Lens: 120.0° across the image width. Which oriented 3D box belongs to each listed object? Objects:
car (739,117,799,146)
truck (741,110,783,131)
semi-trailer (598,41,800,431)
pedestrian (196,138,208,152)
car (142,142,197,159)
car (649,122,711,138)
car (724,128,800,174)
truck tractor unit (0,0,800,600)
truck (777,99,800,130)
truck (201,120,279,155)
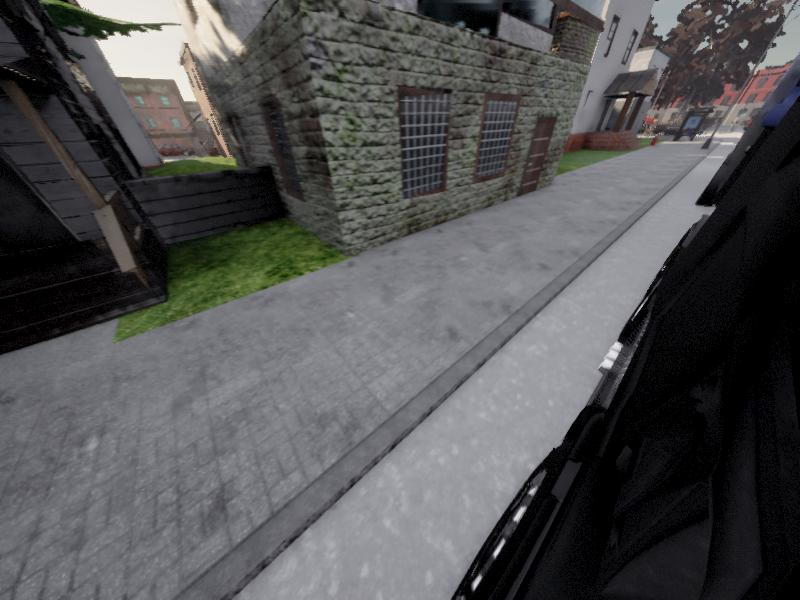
[{"bbox_3d":[31.618,-14.552,19.906,4.605,1.855,1.932,-27,43,-30],"label":"car"},{"bbox_3d":[58.832,-29.245,37.671,5.204,2.467,2.627,-28,44,-30],"label":"truck"},{"bbox_3d":[8.702,-3.575,4.263,14.254,4.402,2.717,-28,44,-30],"label":"semi-trailer"},{"bbox_3d":[-30.891,-24.172,36.046,0.751,1.860,0.751,-28,44,-30],"label":"pedestrian"},{"bbox_3d":[-30.701,-20.031,30.955,5.008,1.535,1.882,-28,44,-30],"label":"car"},{"bbox_3d":[36.658,-22.338,30.416,1.837,1.490,4.892,-30,45,-32],"label":"car"},{"bbox_3d":[18.624,-7.617,11.599,4.902,1.511,2.128,-28,44,-30],"label":"car"},{"bbox_3d":[2.645,-0.295,0.351,6.516,4.208,3.053,-28,44,-30],"label":"truck tractor unit"},{"bbox_3d":[64.980,-29.919,37.101,8.468,3.827,2.891,-28,44,-30],"label":"truck"},{"bbox_3d":[-23.772,-24.628,34.838,8.468,3.827,2.891,-28,44,-30],"label":"truck"}]
